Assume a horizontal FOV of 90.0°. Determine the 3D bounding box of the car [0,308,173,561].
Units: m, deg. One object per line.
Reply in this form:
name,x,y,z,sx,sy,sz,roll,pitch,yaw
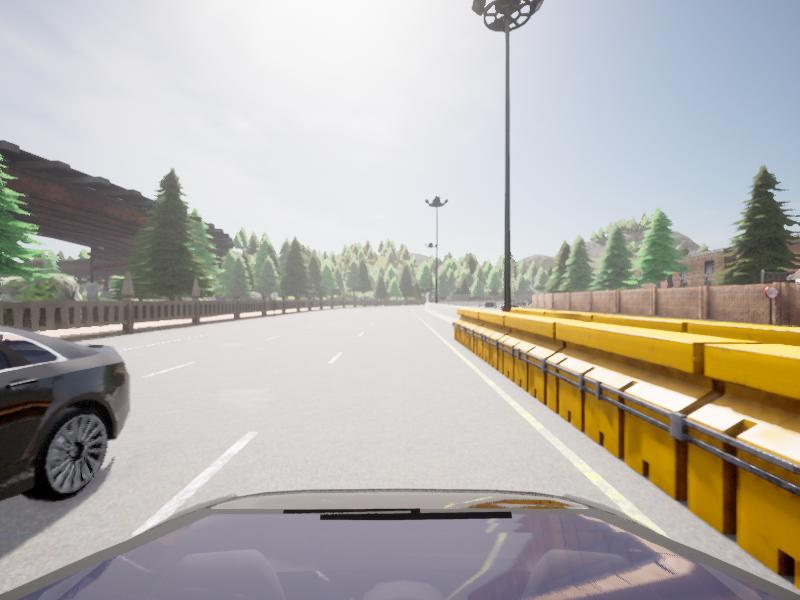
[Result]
car,-3.504,0.836,1.846,2.128,1.511,4.902,0,0,0
